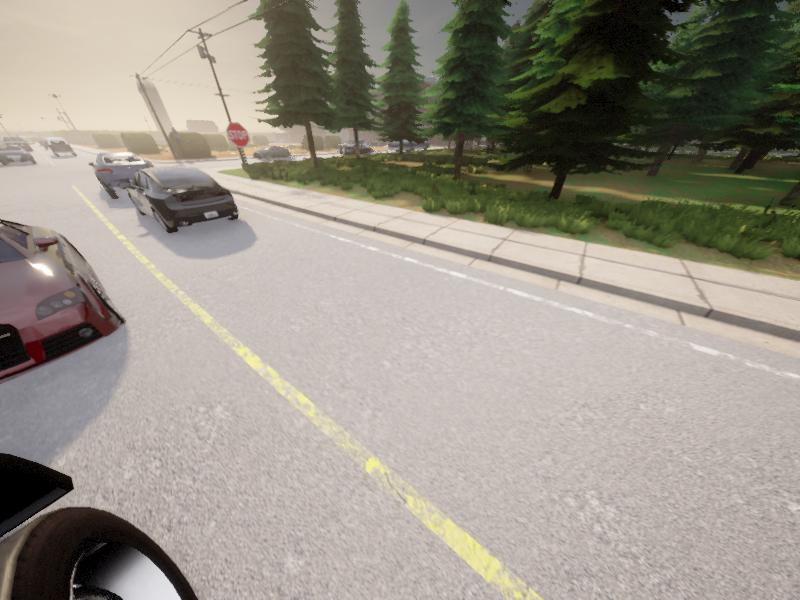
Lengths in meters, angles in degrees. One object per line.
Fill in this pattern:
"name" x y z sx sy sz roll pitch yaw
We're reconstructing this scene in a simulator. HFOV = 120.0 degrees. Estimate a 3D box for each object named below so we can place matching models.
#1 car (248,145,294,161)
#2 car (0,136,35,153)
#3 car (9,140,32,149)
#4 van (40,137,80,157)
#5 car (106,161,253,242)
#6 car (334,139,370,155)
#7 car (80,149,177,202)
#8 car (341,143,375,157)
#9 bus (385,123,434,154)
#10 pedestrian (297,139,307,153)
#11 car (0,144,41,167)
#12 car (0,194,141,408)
"car" -15.370 -17.700 27.774 1.994 1.385 4.181 21 40 27
"car" -61.817 -25.175 37.345 5.566 2.045 2.150 24 41 29
"car" -80.081 -32.955 48.798 3.806 1.475 1.970 24 41 29
"van" -45.178 -20.375 30.673 4.480 2.038 2.069 24 41 29
"car" -7.068 -3.376 7.335 4.892 1.490 1.837 24 41 29
"car" -7.505 -24.557 36.990 2.150 2.045 5.566 22 40 27
"car" -13.234 -6.218 11.209 5.027 1.651 2.152 27 43 32
"car" -6.007 -22.014 33.884 2.163 1.488 4.792 22 40 27
"bus" 1.964 -29.937 42.803 3.944 4.253 10.273 22 41 27
"pedestrian" -15.183 -24.007 35.987 0.751 1.860 0.751 21 40 26
"car" -35.865 -13.518 21.474 4.902 1.511 2.128 24 41 29
"car" -5.674 -0.223 3.000 4.181 1.385 1.994 23 41 29
